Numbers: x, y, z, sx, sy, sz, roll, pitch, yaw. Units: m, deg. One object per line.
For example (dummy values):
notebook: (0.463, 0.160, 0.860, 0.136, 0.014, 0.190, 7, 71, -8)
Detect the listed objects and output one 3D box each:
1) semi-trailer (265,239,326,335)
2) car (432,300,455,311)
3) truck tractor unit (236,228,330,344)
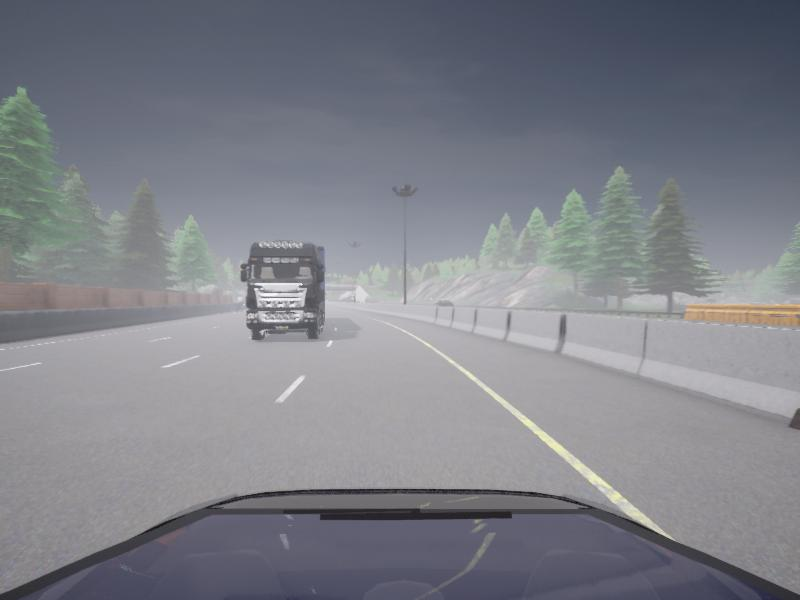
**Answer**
semi-trailer: (-6.185, -0.597, 25.722, 2.717, 4.402, 14.254, 0, 0, -10)
car: (6.796, 0.838, 63.077, 1.882, 1.535, 5.008, 0, 0, -14)
truck tractor unit: (-4.842, -0.504, 17.922, 3.053, 4.208, 6.516, 0, 0, -8)
